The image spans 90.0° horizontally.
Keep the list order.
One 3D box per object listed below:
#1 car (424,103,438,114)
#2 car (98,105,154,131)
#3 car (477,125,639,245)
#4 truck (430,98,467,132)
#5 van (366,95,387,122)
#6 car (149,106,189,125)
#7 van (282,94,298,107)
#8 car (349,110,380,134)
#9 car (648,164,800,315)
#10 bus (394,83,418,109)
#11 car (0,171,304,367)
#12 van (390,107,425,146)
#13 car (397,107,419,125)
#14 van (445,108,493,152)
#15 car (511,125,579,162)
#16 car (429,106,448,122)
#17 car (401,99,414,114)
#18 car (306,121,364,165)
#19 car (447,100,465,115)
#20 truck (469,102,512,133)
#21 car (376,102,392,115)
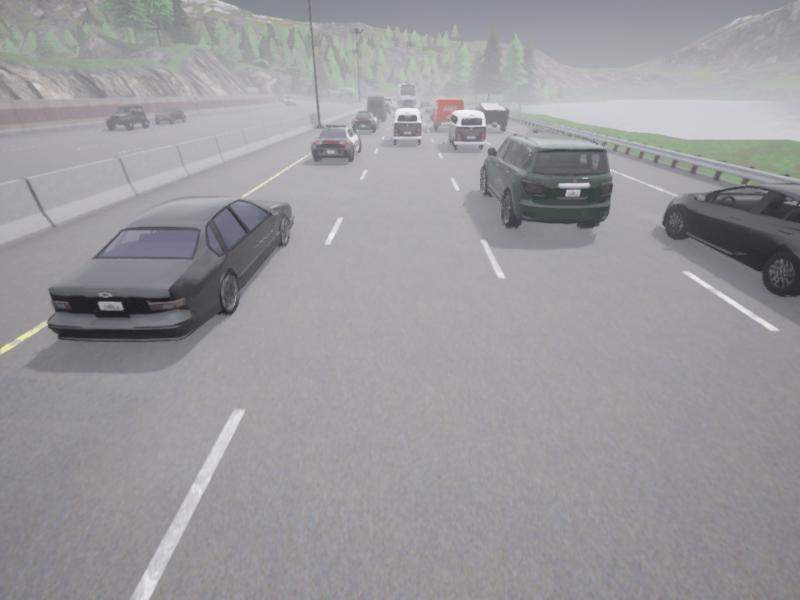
[{"bbox_3d":[4.675,-28.935,60.488,1.895,1.301,4.718,0,28,1],"label":"car"},{"bbox_3d":[-23.837,-15.986,35.053,1.905,1.878,3.866,0,28,1],"label":"car"},{"bbox_3d":[3.687,-3.417,10.838,2.150,2.045,5.566,0,28,1],"label":"car"},{"bbox_3d":[4.176,-16.409,35.250,2.627,2.467,5.204,0,28,1],"label":"truck"},{"bbox_3d":[-2.612,-21.922,45.721,1.988,2.561,5.915,0,28,1],"label":"van"},{"bbox_3d":[-23.713,-19.046,41.277,1.789,1.549,3.705,0,28,1],"label":"car"},{"bbox_3d":[-24.492,-44.544,89.125,2.351,2.431,6.366,-3,28,-6],"label":"van"},{"bbox_3d":[-2.862,-15.038,33.630,2.038,1.542,4.974,1,27,1],"label":"car"},{"bbox_3d":[7.117,-1.414,7.563,2.007,1.525,4.514,0,28,1],"label":"car"},{"bbox_3d":[1.112,-39.747,77.981,3.944,4.253,10.273,-1,28,-3],"label":"bus"},{"bbox_3d":[-3.394,-1.047,7.002,2.033,1.411,5.357,0,28,1],"label":"car"},{"bbox_3d":[0.490,-11.397,26.114,2.069,2.038,4.480,0,28,1],"label":"van"},{"bbox_3d":[0.798,-19.203,41.627,2.128,1.511,4.902,0,28,1],"label":"car"},{"bbox_3d":[3.943,-10.185,23.803,2.069,2.038,4.480,1,28,1],"label":"van"},{"bbox_3d":[7.382,-8.272,20.939,1.895,1.301,4.718,0,28,1],"label":"car"},{"bbox_3d":[4.375,-21.223,45.533,1.816,1.474,4.193,0,28,1],"label":"car"},{"bbox_3d":[1.173,-29.107,60.175,1.905,1.878,3.866,0,28,1],"label":"car"},{"bbox_3d":[-3.126,-8.116,20.397,2.038,1.542,4.974,1,28,1],"label":"car"},{"bbox_3d":[8.135,-28.137,58.333,1.932,1.855,4.605,0,28,1],"label":"car"},{"bbox_3d":[7.664,-15.917,34.703,2.390,2.098,6.274,0,27,1],"label":"truck"},{"bbox_3d":[-2.349,-28.475,59.357,2.007,1.525,4.514,0,28,1],"label":"car"}]
